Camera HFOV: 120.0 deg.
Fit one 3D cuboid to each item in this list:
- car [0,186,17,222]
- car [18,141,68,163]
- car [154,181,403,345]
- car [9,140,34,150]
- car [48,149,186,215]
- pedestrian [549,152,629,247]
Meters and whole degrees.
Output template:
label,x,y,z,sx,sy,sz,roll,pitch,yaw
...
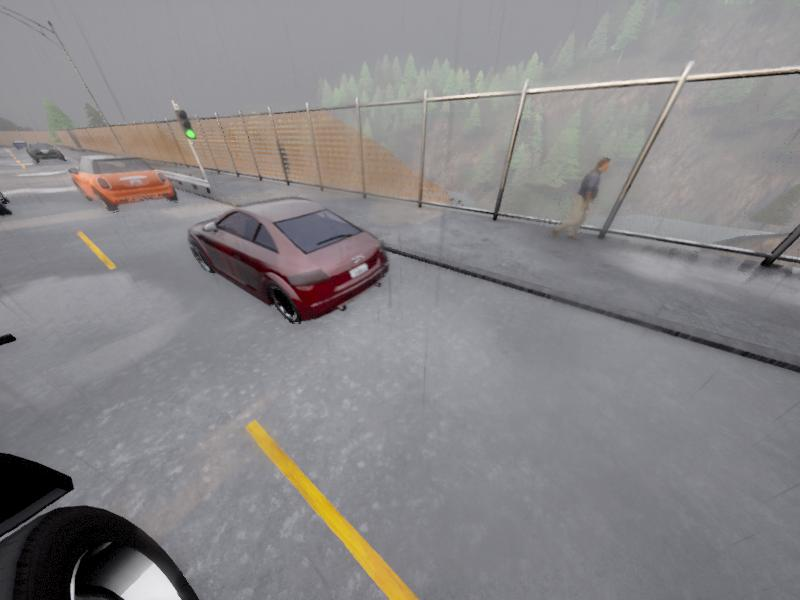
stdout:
label,x,y,z,sx,sy,sz,roll,pitch,yaw
car,-15.199,-3.701,7.650,5.238,1.638,1.930,22,40,28
car,-37.971,-15.815,24.575,4.553,1.767,2.097,22,41,28
car,-2.232,-1.131,4.322,4.181,1.385,1.994,22,41,28
car,-75.103,-30.787,45.818,5.008,1.535,1.882,22,41,28
car,-11.248,-4.891,9.231,4.553,1.767,2.097,21,40,26
pedestrian,4.307,-2.321,5.403,0.751,1.860,0.751,22,40,27
